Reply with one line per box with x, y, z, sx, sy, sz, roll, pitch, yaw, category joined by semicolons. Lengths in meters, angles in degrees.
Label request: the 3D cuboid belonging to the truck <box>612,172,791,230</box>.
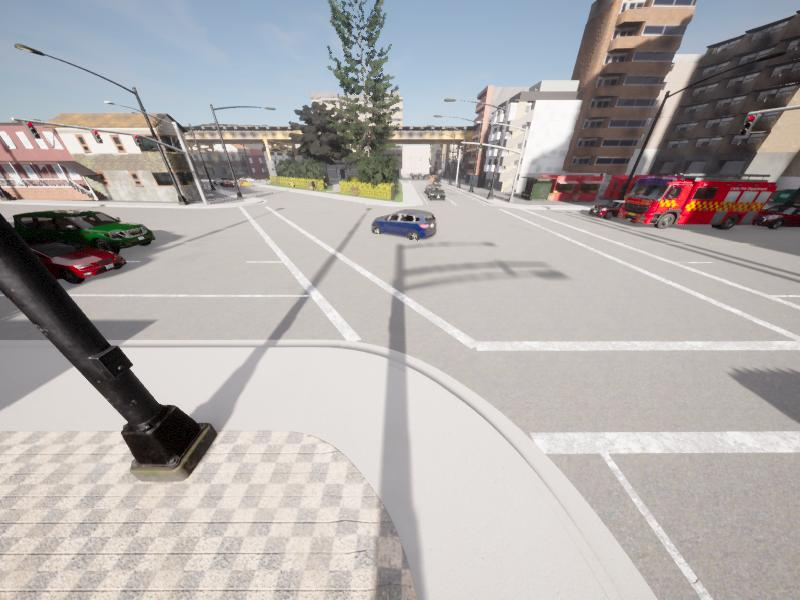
23.136;-7.864;18.354;8.468;3.827;2.891;0;30;-1;truck

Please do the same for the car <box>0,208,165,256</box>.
-17.093;-3.729;12.607;5.566;2.045;2.150;0;30;0;car

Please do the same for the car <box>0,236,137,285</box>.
-14.448;-1.704;9.698;4.193;1.474;1.816;0;30;0;car

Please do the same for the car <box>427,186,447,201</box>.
5.324;-15.635;33.769;2.152;1.651;5.027;0;30;1;car

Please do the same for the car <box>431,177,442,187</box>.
8.971;-29.036;56.713;1.905;1.878;3.866;0;30;0;car

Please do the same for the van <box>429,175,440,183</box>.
10.387;-36.298;69.193;1.775;1.987;4.442;12;32;20;van

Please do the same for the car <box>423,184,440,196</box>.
5.369;-19.041;39.809;2.163;1.488;4.792;0;30;0;car

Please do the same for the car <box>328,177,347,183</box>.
-19.299;-37.192;71.389;5.027;1.651;2.152;0;30;0;car

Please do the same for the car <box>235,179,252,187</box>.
-37.626;-28.142;55.473;5.366;1.575;1.801;26;39;38;car

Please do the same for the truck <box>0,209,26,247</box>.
-27.438;-4.591;12.104;8.468;3.827;2.891;1;30;-1;truck

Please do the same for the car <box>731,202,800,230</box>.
31.272;-6.902;18.910;4.553;1.767;2.097;1;30;-1;car

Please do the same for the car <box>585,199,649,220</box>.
20.444;-8.612;21.937;3.806;1.475;1.970;0;30;0;car

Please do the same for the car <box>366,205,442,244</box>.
0.209;-5.327;15.869;4.611;1.667;2.242;17;34;27;car

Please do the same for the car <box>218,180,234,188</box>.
-40.311;-26.973;53.552;1.970;1.475;3.806;-26;39;-38;car
